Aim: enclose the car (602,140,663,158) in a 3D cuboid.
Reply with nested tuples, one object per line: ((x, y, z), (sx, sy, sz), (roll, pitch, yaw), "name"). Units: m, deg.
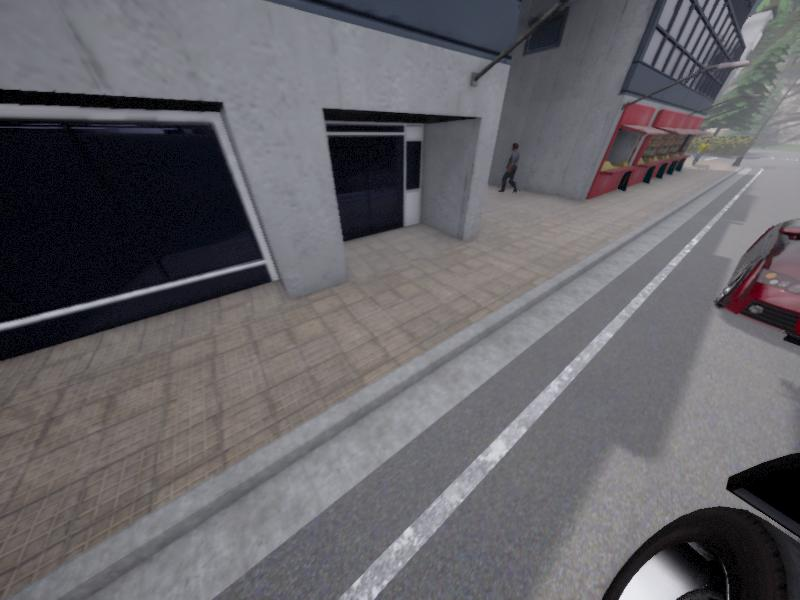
((28.354, -18.615, 28.308), (2.242, 1.667, 4.611), (-24, 42, -30), "car")

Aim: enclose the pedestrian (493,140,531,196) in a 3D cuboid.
((4.494, -5.344, 9.367), (0.751, 1.860, 0.751), (27, 43, 33), "pedestrian")

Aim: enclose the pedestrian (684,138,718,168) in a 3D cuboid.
((23.126, -11.290, 17.763), (0.751, 1.860, 0.751), (-23, 41, -28), "pedestrian")

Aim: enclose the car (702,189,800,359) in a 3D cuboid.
((6.726, -0.459, 3.314), (4.181, 1.385, 1.994), (-22, 41, -28), "car")
